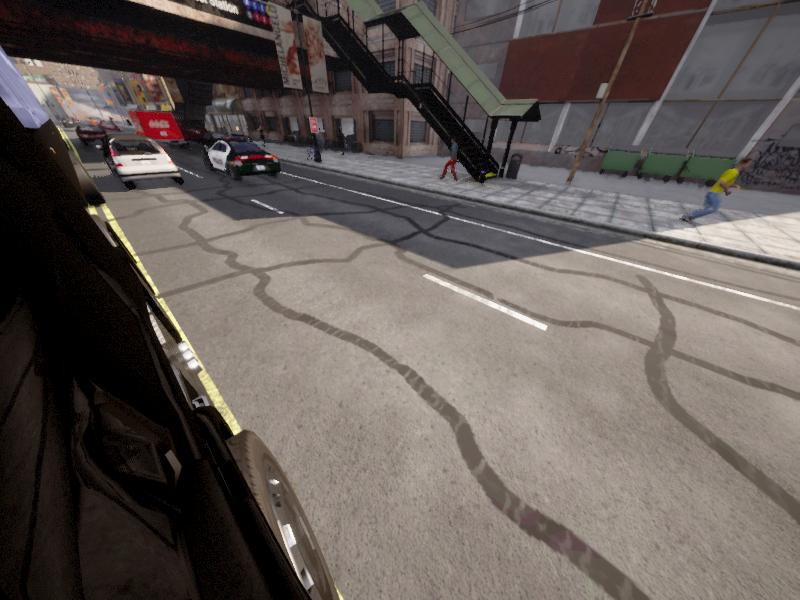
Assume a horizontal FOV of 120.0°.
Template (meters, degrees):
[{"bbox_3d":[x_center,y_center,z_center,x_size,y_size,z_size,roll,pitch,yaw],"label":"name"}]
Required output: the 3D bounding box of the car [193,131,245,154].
[{"bbox_3d":[-15.446,-13.472,19.671,4.718,1.301,1.895,28,44,30],"label":"car"}]

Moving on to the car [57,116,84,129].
[{"bbox_3d":[-59.915,-32.339,42.011,4.611,1.667,2.242,28,44,30],"label":"car"}]

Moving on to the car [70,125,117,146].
[{"bbox_3d":[-27.358,-14.708,20.590,4.718,1.301,1.895,28,44,30],"label":"car"}]

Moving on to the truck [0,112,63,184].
[{"bbox_3d":[-16.851,-6.519,9.620,6.274,2.098,2.390,28,44,30],"label":"truck"}]

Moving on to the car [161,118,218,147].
[{"bbox_3d":[-21.090,-16.779,23.142,5.566,2.045,2.435,28,44,30],"label":"car"}]

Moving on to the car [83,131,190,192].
[{"bbox_3d":[-10.635,-5.730,9.328,3.988,1.617,1.851,28,44,30],"label":"car"}]

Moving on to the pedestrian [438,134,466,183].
[{"bbox_3d":[2.379,-6.575,10.773,0.751,1.860,0.751,23,41,25],"label":"pedestrian"}]

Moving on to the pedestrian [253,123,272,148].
[{"bbox_3d":[-12.754,-15.216,21.422,0.751,1.860,0.751,25,42,27],"label":"pedestrian"}]

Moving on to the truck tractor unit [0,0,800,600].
[{"bbox_3d":[-2.645,-0.295,0.352,6.516,4.208,3.053,28,44,30],"label":"truck tractor unit"}]

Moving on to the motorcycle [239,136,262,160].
[{"bbox_3d":[-10.490,-10.762,16.328,0.764,1.277,2.356,-11,39,-17],"label":"motorcycle"}]

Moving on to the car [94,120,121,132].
[{"bbox_3d":[-47.602,-28.387,37.620,4.181,1.385,1.994,28,44,30],"label":"car"}]

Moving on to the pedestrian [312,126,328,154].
[{"bbox_3d":[-6.658,-13.383,19.345,0.751,1.860,0.751,-24,44,-31],"label":"pedestrian"}]

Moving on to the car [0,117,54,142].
[{"bbox_3d":[-33.161,-15.234,20.641,5.238,1.638,1.930,28,43,30],"label":"car"}]

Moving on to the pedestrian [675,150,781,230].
[{"bbox_3d":[8.990,-3.071,6.484,0.751,1.860,0.751,27,43,29],"label":"pedestrian"}]

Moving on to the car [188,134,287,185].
[{"bbox_3d":[-7.976,-7.009,11.278,4.974,1.542,2.038,28,44,30],"label":"car"}]

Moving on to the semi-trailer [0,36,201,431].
[{"bbox_3d":[-8.665,-3.624,4.266,14.254,4.402,2.717,28,44,30],"label":"semi-trailer"}]

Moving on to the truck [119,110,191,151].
[{"bbox_3d":[-20.547,-14.253,19.424,5.204,2.467,2.627,29,44,30],"label":"truck"}]

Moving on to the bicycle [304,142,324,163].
[{"bbox_3d":[-5.645,-9.623,15.082,1.643,1.024,0.373,28,34,30],"label":"bicycle"}]

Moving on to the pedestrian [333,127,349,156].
[{"bbox_3d":[-4.768,-12.824,18.714,0.751,1.860,0.751,25,42,27],"label":"pedestrian"}]
